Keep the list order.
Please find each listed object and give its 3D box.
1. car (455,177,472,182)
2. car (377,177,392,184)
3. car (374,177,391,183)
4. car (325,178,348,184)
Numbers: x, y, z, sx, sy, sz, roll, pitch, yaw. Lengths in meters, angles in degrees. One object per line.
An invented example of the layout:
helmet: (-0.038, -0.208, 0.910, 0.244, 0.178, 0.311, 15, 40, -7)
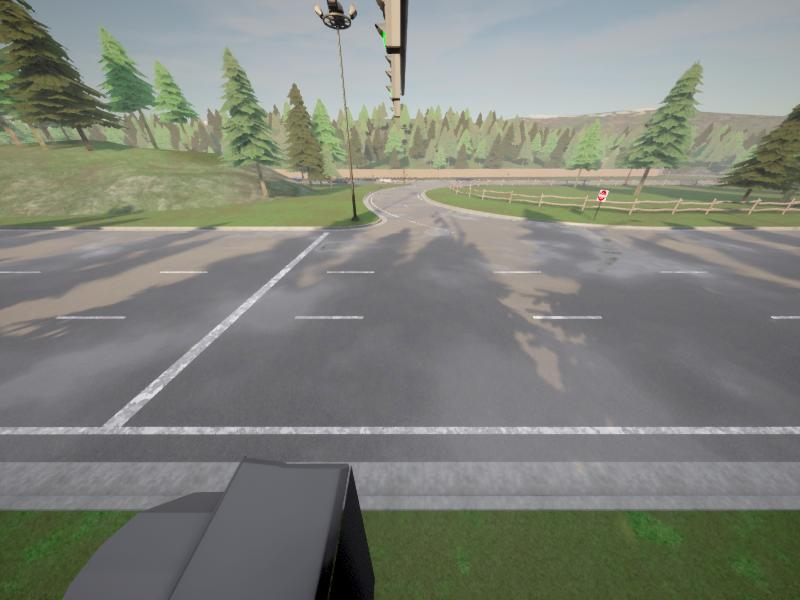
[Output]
car: (19.177, -36.609, 70.108, 4.718, 1.301, 1.895, 0, 30, 0)
car: (-4.210, -33.166, 63.918, 3.988, 1.617, 1.851, 0, 30, 0)
car: (-5.102, -34.889, 66.958, 4.792, 1.488, 2.163, 0, 30, 0)
car: (-16.660, -31.339, 60.878, 5.357, 1.411, 2.033, 0, 30, 0)
